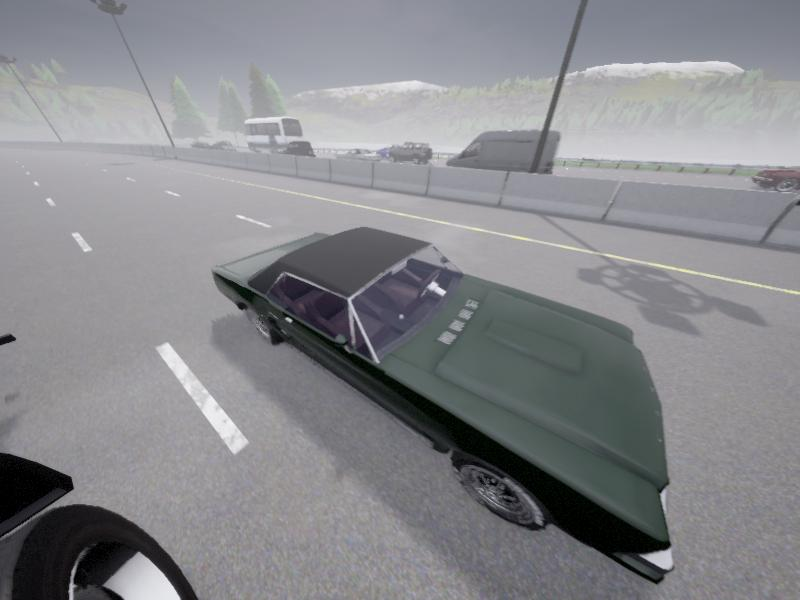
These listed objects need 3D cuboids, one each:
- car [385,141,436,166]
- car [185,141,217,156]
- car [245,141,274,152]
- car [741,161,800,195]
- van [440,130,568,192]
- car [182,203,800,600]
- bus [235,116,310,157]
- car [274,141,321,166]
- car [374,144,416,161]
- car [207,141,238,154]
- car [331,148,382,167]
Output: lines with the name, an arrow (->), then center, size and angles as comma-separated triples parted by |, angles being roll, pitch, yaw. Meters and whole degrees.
car -> 0.975, -14.557, 22.890 | 4.605, 1.855, 1.932 | 22, 41, 28
car -> -27.895, -21.278, 32.401 | 3.705, 1.549, 1.789 | 21, 40, 27
car -> -24.910, -27.337, 41.033 | 4.514, 1.525, 2.007 | 20, 40, 26
car -> 21.328, -5.923, 11.374 | 4.718, 1.301, 1.895 | 22, 41, 28
van -> 5.499, -8.018, 13.108 | 5.915, 2.561, 1.988 | 23, 41, 28
car -> -0.118, 0.085, 2.657 | 4.718, 1.301, 1.895 | 22, 41, 28
bus -> -18.239, -23.365, 33.115 | 10.273, 4.253, 3.944 | 22, 41, 28
car -> -9.793, -14.060, 22.070 | 3.866, 1.878, 1.905 | 22, 41, 28
car -> -0.640, -17.553, 27.422 | 4.514, 1.525, 2.007 | 22, 41, 28
car -> -27.185, -23.444, 35.429 | 3.988, 1.617, 1.851 | 21, 40, 26
car -> -4.253, -14.004, 22.562 | 4.718, 1.301, 1.895 | 22, 41, 28
